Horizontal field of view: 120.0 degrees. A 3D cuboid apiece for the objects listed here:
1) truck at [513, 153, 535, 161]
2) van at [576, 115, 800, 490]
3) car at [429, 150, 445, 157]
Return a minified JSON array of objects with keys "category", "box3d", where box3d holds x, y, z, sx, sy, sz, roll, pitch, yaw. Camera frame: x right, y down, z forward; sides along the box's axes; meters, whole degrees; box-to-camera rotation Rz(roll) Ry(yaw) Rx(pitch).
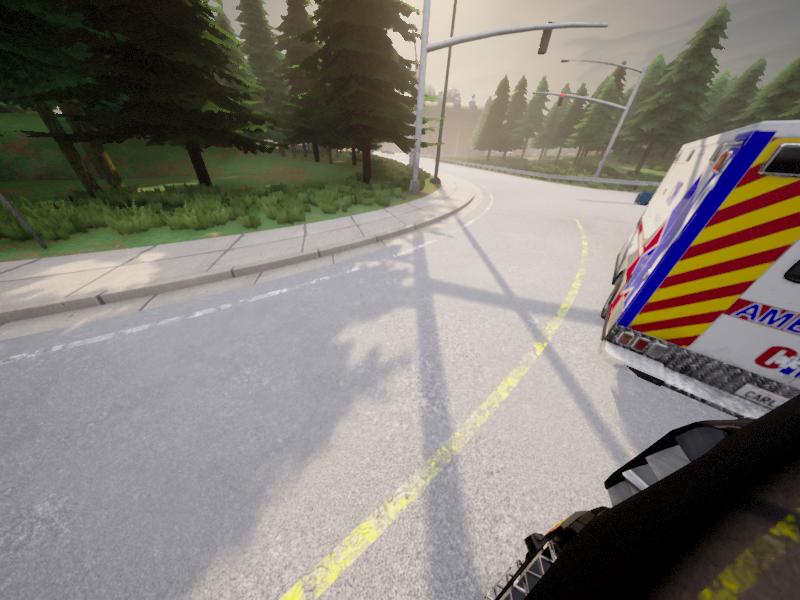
[{"category":"truck","box3d":[43.896,-50.507,81.599,6.274,2.098,2.390,-5,34,-12]},{"category":"van","box3d":[5.090,-0.874,3.461,2.351,2.431,6.366,27,41,32]},{"category":"car","box3d":[12.462,-49.500,78.094,4.856,1.649,2.033,-5,34,-12]}]
